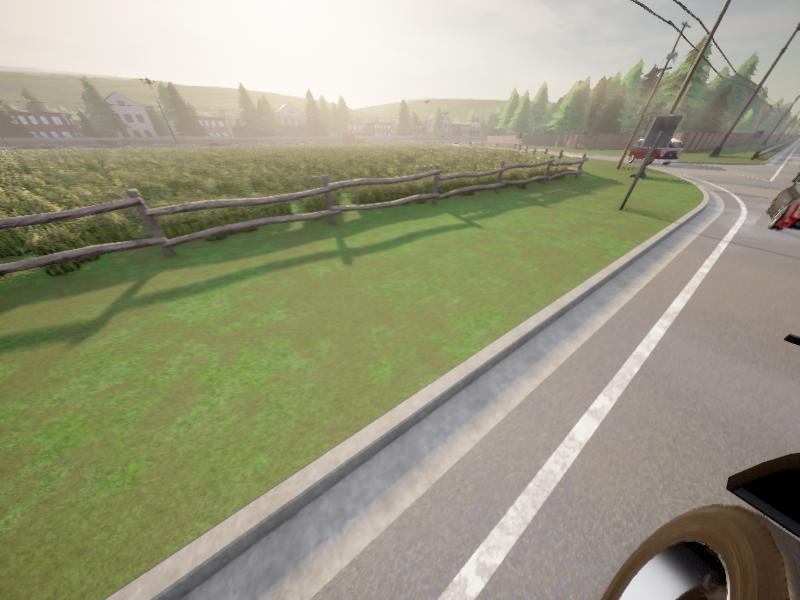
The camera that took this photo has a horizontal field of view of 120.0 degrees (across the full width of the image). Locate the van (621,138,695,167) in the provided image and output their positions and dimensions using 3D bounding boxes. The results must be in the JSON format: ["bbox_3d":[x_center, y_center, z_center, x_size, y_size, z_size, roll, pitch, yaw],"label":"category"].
[{"bbox_3d":[23.659,-13.835,21.538,2.069,2.038,4.480,6,37,9],"label":"van"}]

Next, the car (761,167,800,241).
[{"bbox_3d":[12.321,-2.657,6.385,4.181,1.385,1.994,-26,43,-31],"label":"car"}]

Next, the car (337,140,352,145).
[{"bbox_3d":[-20.075,-57.045,83.668,4.902,1.511,2.128,-22,41,-28],"label":"car"}]

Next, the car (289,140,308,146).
[{"bbox_3d":[-33.428,-51.699,76.118,5.008,1.535,1.882,-22,41,-28],"label":"car"}]

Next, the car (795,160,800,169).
[{"bbox_3d":[34.770,-11.613,18.799,4.792,1.488,2.163,-22,41,-28],"label":"car"}]

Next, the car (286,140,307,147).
[{"bbox_3d":[-31.533,-47.556,70.226,5.366,1.575,1.801,-22,41,-28],"label":"car"}]

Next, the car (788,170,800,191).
[{"bbox_3d":[22.260,-6.576,11.639,5.027,1.651,2.152,-22,41,-28],"label":"car"}]

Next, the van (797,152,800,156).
[{"bbox_3d":[54.446,-20.012,29.724,6.366,2.431,2.351,-22,41,-28],"label":"van"}]

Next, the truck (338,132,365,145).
[{"bbox_3d":[-16.893,-56.855,81.302,8.468,3.827,2.891,-22,41,-28],"label":"truck"}]
